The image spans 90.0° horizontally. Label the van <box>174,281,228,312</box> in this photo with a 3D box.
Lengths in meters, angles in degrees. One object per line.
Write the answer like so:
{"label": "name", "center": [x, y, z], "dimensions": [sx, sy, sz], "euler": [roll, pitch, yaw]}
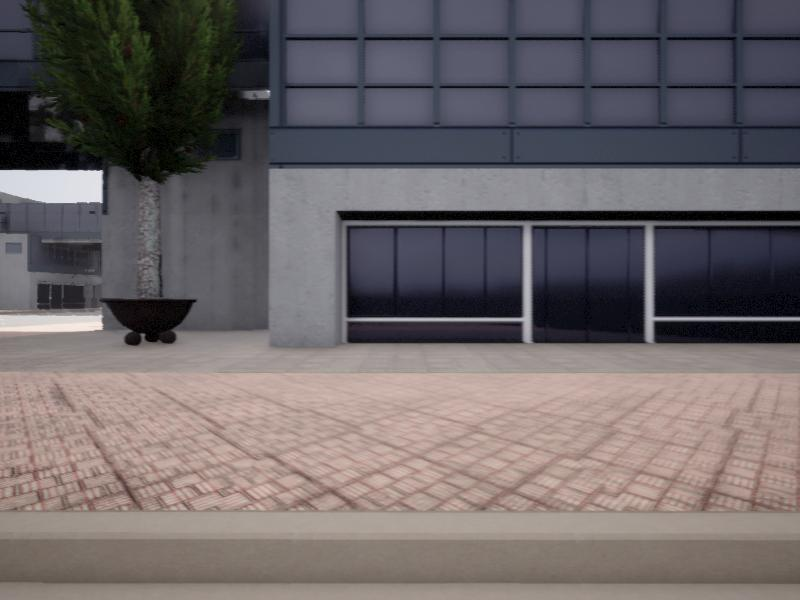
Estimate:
{"label": "van", "center": [-18.026, -0.282, 36.640], "dimensions": [1.988, 2.561, 5.915], "euler": [0, 0, 0]}
